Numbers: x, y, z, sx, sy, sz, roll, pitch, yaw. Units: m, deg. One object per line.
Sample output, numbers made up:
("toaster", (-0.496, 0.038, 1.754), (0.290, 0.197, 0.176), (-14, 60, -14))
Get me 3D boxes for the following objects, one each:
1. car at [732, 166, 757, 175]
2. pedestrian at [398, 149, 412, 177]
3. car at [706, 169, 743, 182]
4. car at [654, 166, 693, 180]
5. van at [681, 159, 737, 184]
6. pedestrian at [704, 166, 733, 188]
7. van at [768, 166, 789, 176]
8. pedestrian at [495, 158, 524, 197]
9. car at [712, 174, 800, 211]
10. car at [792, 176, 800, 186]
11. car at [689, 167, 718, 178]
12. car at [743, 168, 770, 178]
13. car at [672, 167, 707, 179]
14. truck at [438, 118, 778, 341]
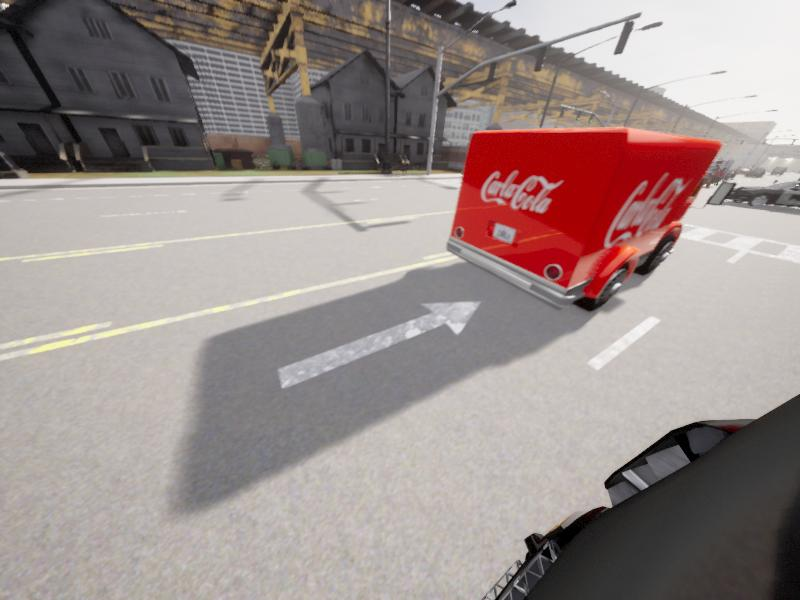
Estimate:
("car", (80.726, -30.318, 54.181), (4.611, 1.667, 2.242), (-16, 38, -26))
("pedestrian", (0.356, -10.825, 18.267), (0.751, 1.860, 0.751), (-12, 36, -21))
("car", (48.243, -18.585, 34.311), (5.357, 1.411, 2.033), (-16, 38, -26))
("car", (39.110, -18.191, 33.028), (5.357, 1.411, 2.033), (-16, 38, -26))
("van", (39.601, -16.514, 29.605), (6.366, 2.431, 2.351), (-16, 38, -26))
("pedestrian", (32.430, -12.538, 23.547), (0.751, 1.860, 0.751), (-4, 34, -10))
("van", (95.481, -32.463, 58.243), (4.442, 1.987, 1.775), (-16, 38, -26))
("pedestrian", (6.245, -7.033, 13.279), (0.751, 1.860, 0.751), (-21, 40, -31))
("car", (23.533, -6.394, 13.866), (5.238, 1.638, 1.930), (18, 36, 21))
("car", (56.372, -16.646, 31.562), (4.605, 1.855, 1.932), (-16, 38, -27))
("car", (52.261, -21.981, 39.751), (4.181, 1.385, 1.994), (-17, 38, -27))
("car", (70.089, -24.933, 45.426), (4.892, 1.490, 1.837), (-16, 38, -26))
("car", (45.625, -20.073, 36.353), (5.357, 1.411, 2.033), (-16, 38, -26))
("truck", (3.798, -1.738, 4.614), (5.204, 2.467, 2.627), (-16, 38, -26))
